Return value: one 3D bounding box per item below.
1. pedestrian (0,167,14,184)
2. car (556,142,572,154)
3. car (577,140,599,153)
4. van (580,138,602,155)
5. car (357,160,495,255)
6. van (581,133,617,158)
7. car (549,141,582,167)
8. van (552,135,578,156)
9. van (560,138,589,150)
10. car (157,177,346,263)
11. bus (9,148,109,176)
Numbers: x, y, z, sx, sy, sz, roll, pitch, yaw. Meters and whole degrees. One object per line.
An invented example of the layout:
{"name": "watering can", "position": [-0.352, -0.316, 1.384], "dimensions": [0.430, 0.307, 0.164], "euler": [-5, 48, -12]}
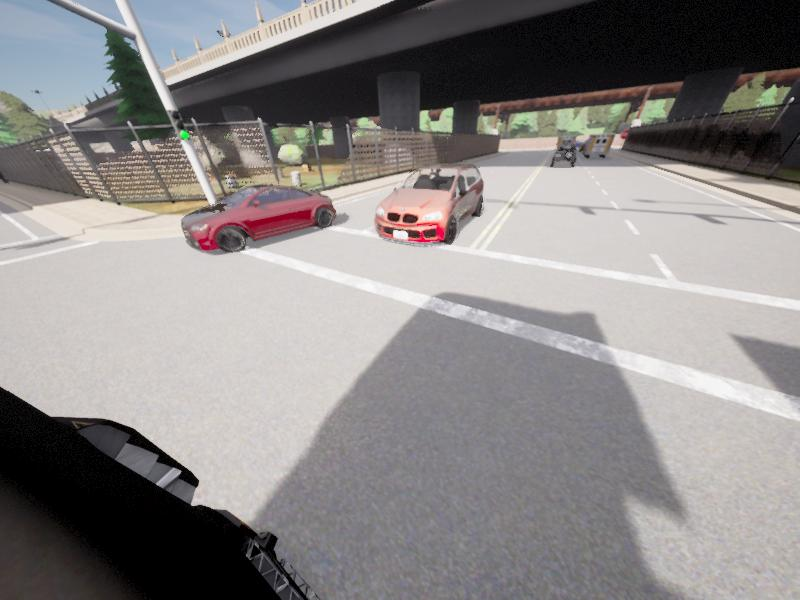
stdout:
{"name": "pedestrian", "position": [-44.943, -14.109, 25.943], "dimensions": [0.751, 1.860, 0.751], "euler": [21, 40, 31]}
{"name": "car", "position": [29.139, -27.194, 41.195], "dimensions": [1.851, 1.617, 3.988], "euler": [16, 38, 26]}
{"name": "car", "position": [32.335, -26.566, 39.874], "dimensions": [2.097, 1.767, 4.553], "euler": [16, 38, 26]}
{"name": "van", "position": [29.303, -23.624, 35.507], "dimensions": [1.775, 1.987, 4.442], "euler": [16, 38, 26]}
{"name": "car", "position": [1.119, -3.176, 7.108], "dimensions": [2.242, 1.667, 4.611], "euler": [16, 38, 26]}
{"name": "van", "position": [25.316, -19.834, 29.710], "dimensions": [2.351, 2.431, 6.366], "euler": [16, 38, 26]}
{"name": "car", "position": [15.788, -13.994, 22.112], "dimensions": [1.932, 1.855, 4.605], "euler": [16, 38, 26]}
{"name": "van", "position": [25.366, -23.787, 35.616], "dimensions": [2.351, 2.431, 6.366], "euler": [16, 38, 26]}
{"name": "van", "position": [39.690, -35.540, 52.623], "dimensions": [4.442, 1.987, 1.775], "euler": [2, 34, 7]}
{"name": "car", "position": [-4.079, -2.698, 6.996], "dimensions": [1.994, 1.385, 4.181], "euler": [26, 43, 36]}
{"name": "bus", "position": [-69.343, -28.619, 47.523], "dimensions": [3.944, 4.253, 10.273], "euler": [16, 38, 26]}
